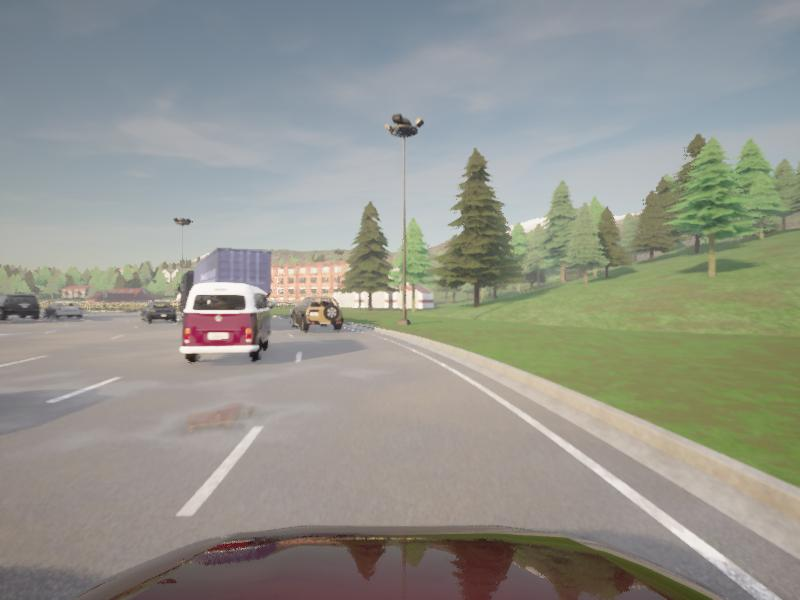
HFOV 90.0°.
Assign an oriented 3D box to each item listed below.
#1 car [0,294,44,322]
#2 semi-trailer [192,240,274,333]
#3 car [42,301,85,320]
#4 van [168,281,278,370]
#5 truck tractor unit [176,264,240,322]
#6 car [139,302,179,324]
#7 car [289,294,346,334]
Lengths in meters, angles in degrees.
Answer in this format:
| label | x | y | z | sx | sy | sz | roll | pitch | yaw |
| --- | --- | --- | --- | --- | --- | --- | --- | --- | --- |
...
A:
| label | x | y | z | sx | sy | sz | roll | pitch | yaw |
| --- | --- | --- | --- | --- | --- | --- | --- | --- | --- |
| car | -30.891 | 0.589 | 31.991 | 5.566 | 2.045 | 2.150 | 0 | -1 | 33 |
| semi-trailer | -11.303 | -0.615 | 25.785 | 2.717 | 4.402 | 14.254 | 1 | 0 | -31 |
| car | -29.412 | 0.873 | 34.907 | 3.806 | 1.475 | 1.970 | 0 | 0 | 35 |
| van | -4.745 | 0.577 | 11.477 | 2.069 | 2.038 | 4.480 | 1 | 0 | -13 |
| truck tractor unit | -15.672 | -0.508 | 32.362 | 3.053 | 4.208 | 6.516 | 0 | 0 | -41 |
| car | -17.541 | 0.867 | 29.019 | 1.816 | 1.474 | 4.193 | 0 | 0 | -40 |
| car | -4.459 | 0.656 | 21.085 | 1.932 | 1.855 | 4.605 | 1 | -1 | -25 |
